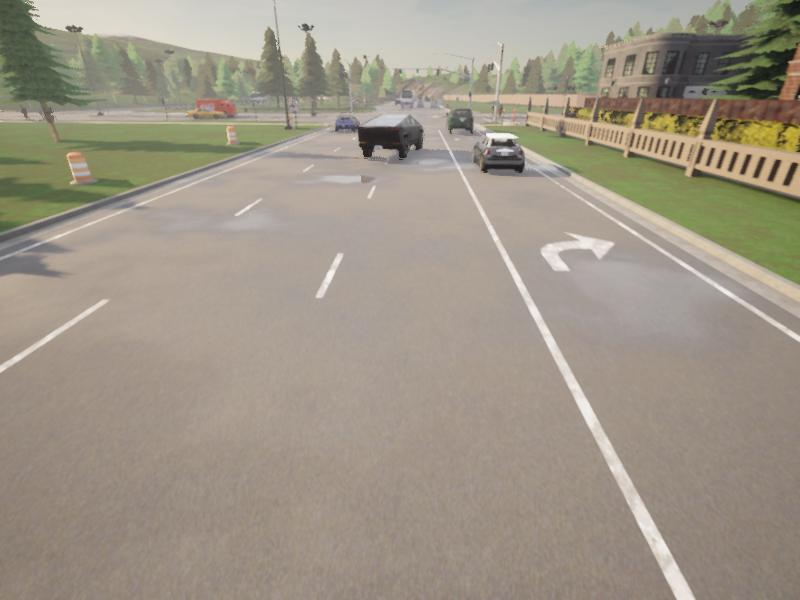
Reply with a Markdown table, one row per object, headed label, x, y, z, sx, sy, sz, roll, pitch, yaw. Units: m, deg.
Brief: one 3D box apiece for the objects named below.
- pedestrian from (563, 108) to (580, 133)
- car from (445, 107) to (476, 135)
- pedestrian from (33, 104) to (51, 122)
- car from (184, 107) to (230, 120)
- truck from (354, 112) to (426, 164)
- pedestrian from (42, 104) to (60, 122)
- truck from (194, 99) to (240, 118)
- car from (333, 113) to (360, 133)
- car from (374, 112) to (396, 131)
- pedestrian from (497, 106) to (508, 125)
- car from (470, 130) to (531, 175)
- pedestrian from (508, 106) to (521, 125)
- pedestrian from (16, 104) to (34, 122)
| label | x | y | z | sx | sy | sz | roll | pitch | yaw |
| --- | --- | --- | --- | --- | --- | --- | --- | --- | --- |
| pedestrian | 14.513 | -15.210 | 33.947 | 0.751 | 1.860 | 0.751 | -3 | 27 | -6 |
| car | 5.422 | -16.400 | 36.440 | 2.150 | 2.045 | 5.566 | 1 | 27 | 2 |
| pedestrian | -42.676 | -22.321 | 47.745 | 0.751 | 1.860 | 0.751 | 4 | 27 | 7 |
| car | -27.187 | -26.367 | 56.404 | 5.366 | 1.575 | 1.801 | 1 | 27 | 3 |
| truck | -0.327 | -9.250 | 22.413 | 2.390 | 2.098 | 6.274 | 7 | 28 | 12 |
| pedestrian | -41.465 | -22.229 | 47.567 | 0.751 | 1.860 | 0.751 | 4 | 27 | 8 |
| truck | -27.010 | -28.374 | 59.303 | 5.204 | 2.467 | 2.627 | 1 | 27 | 3 |
| car | -5.020 | -16.857 | 37.943 | 1.816 | 1.474 | 4.193 | 1 | 27 | 2 |
| car | -1.430 | -17.687 | 39.603 | 1.812 | 1.442 | 4.674 | 1 | 27 | 2 |
| pedestrian | 11.019 | -19.842 | 42.984 | 0.751 | 1.860 | 0.751 | -4 | 27 | -8 |
| car | 4.505 | -6.910 | 18.534 | 1.970 | 1.475 | 3.806 | 1 | 27 | 2 |
| pedestrian | 12.338 | -19.900 | 43.100 | 0.751 | 1.860 | 0.751 | -9 | 29 | -18 |
| pedestrian | -44.239 | -22.037 | 47.190 | 0.751 | 1.860 | 0.751 | 3 | 27 | 6 |
